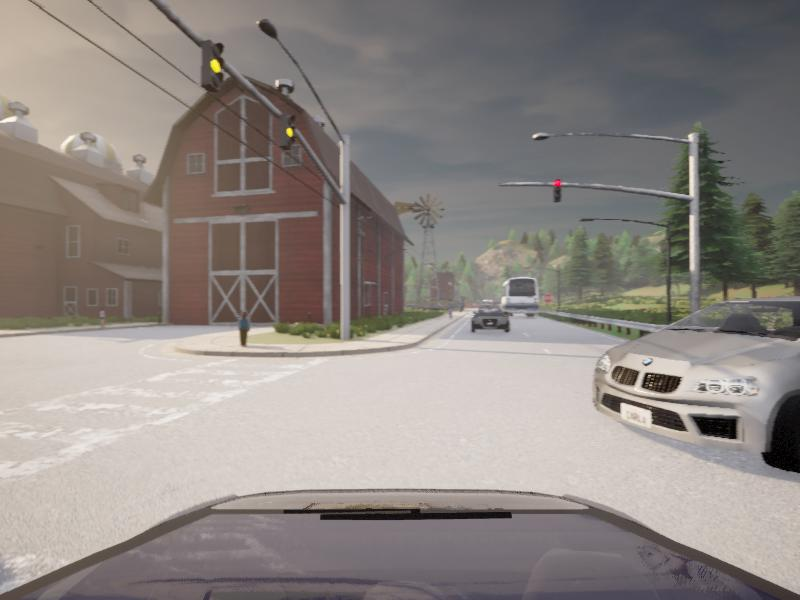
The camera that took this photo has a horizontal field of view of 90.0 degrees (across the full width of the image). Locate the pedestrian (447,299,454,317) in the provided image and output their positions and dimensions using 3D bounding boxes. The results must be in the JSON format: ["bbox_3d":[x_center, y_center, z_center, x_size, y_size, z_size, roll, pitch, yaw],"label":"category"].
[{"bbox_3d":[5.082,0.786,40.195,0.751,1.860,0.751,0,0,7],"label":"pedestrian"}]

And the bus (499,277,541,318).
[{"bbox_3d":[13.706,-0.212,46.695,3.944,4.253,10.273,0,0,12],"label":"bus"}]

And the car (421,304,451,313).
[{"bbox_3d":[6.143,1.356,67.388,4.792,1.488,2.163,0,0,11],"label":"car"}]

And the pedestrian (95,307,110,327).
[{"bbox_3d":[-16.761,0.958,22.531,0.500,1.100,0.500,0,0,24],"label":"pedestrian"}]

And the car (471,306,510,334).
[{"bbox_3d":[5.114,1.075,22.759,1.994,1.385,4.181,0,0,12],"label":"car"}]

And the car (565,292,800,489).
[{"bbox_3d":[4.822,0.777,5.132,4.611,1.667,2.242,0,-1,-17],"label":"car"}]

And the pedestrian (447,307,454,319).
[{"bbox_3d":[4.383,1.127,34.772,0.500,1.100,0.500,0,0,12],"label":"pedestrian"}]

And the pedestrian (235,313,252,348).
[{"bbox_3d":[-5.054,0.965,12.926,0.500,1.100,0.500,0,0,-22],"label":"pedestrian"}]
